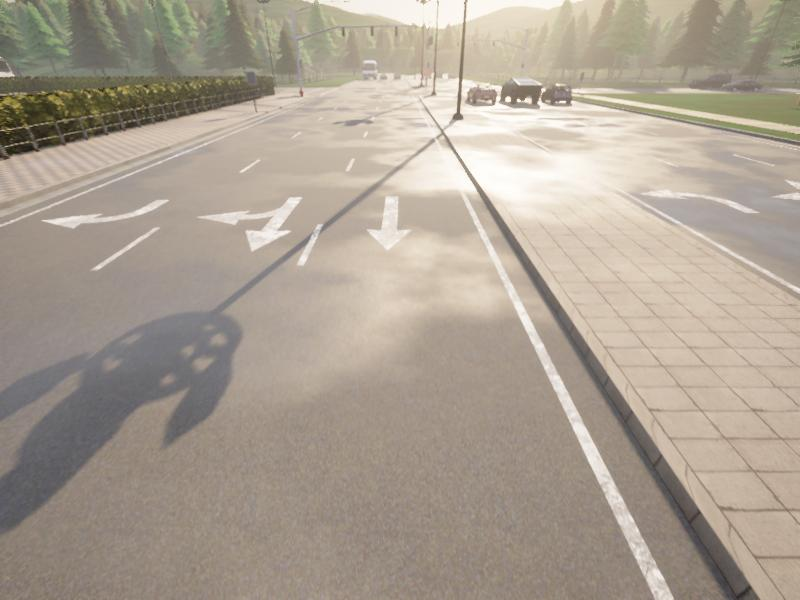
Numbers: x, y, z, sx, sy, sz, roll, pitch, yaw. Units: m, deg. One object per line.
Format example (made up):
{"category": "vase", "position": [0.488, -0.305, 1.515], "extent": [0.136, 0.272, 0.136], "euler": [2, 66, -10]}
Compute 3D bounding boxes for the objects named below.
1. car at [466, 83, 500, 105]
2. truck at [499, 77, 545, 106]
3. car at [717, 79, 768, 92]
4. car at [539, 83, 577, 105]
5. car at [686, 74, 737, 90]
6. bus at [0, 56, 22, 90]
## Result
{"category": "car", "position": [7.830, -19.749, 38.212], "extent": [2.152, 1.651, 5.027], "euler": [0, 30, 0]}
{"category": "truck", "position": [11.334, -19.766, 37.770], "extent": [2.390, 2.098, 6.274], "euler": [0, 30, 0]}
{"category": "car", "position": [46.690, -29.239, 54.587], "extent": [4.892, 1.490, 1.837], "euler": [0, 30, 0]}
{"category": "car", "position": [14.835, -19.529, 37.853], "extent": [1.851, 1.617, 3.988], "euler": [0, 30, 0]}
{"category": "car", "position": [47.022, -33.000, 60.494], "extent": [5.566, 2.045, 2.150], "euler": [0, 30, 0]}
{"category": "bus", "position": [-63.277, -33.330, 58.820], "extent": [10.273, 4.253, 3.944], "euler": [0, 30, 0]}
